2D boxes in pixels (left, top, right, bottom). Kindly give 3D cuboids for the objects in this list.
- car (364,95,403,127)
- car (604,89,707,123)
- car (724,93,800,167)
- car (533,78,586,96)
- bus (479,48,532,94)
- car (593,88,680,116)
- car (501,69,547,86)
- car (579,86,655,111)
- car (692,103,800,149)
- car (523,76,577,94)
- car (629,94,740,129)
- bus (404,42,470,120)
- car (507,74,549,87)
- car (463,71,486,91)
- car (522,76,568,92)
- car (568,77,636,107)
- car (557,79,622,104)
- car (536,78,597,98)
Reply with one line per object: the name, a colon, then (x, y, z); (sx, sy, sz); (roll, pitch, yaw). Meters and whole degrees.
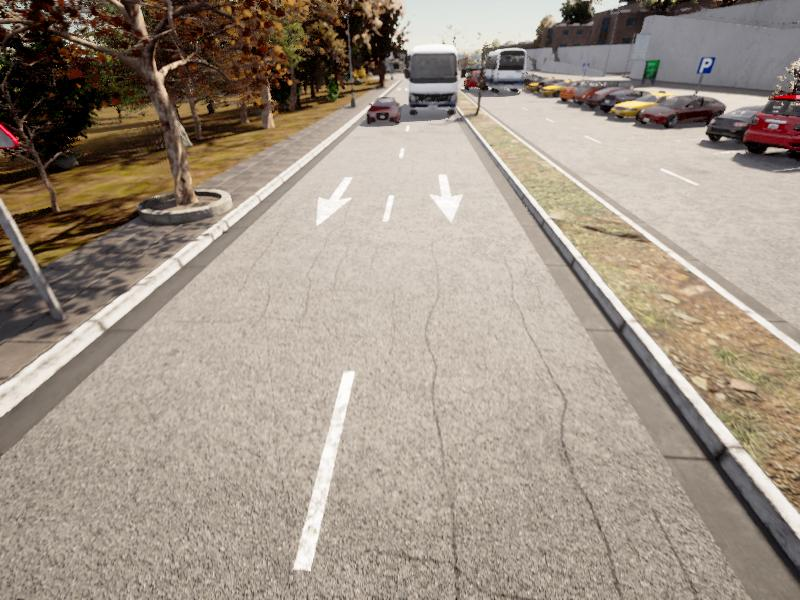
car: (-0.924, -11.769, 24.817); (1.994, 1.385, 4.181); (1, 31, 3)
car: (15.801, -12.089, 24.836); (5.366, 1.575, 1.946); (-9, 32, -15)
car: (15.410, -6.291, 14.498); (5.566, 2.045, 2.435); (-9, 31, -15)
car: (17.041, -22.828, 42.810); (4.792, 1.488, 2.163); (-9, 32, -15)
bus: (12.116, -27.242, 47.539); (3.944, 4.253, 10.273); (1, 31, 3)
car: (16.152, -13.619, 27.481); (4.792, 1.488, 2.163); (-9, 32, -15)
car: (17.929, -32.274, 57.986); (5.566, 2.045, 2.435); (-9, 32, -15)
car: (16.268, -15.133, 30.036); (4.674, 1.452, 2.002); (-9, 32, -15)
car: (15.527, -7.542, 17.206); (4.674, 1.452, 2.002); (-9, 31, -15)
car: (16.985, -24.361, 45.284); (5.366, 1.575, 1.946); (-9, 32, -15)
car: (15.800, -10.568, 22.330); (4.792, 1.488, 2.163); (-9, 32, -15)
bus: (2.503, -16.359, 29.649); (3.944, 4.253, 10.273); (1, 31, 3)
car: (17.763, -30.518, 55.543); (4.892, 1.521, 2.231); (-9, 32, -15)
car: (9.382, -27.775, 50.631); (2.150, 2.045, 5.566); (1, 31, 3)
car: (17.306, -25.890, 47.908); (4.674, 1.452, 2.002); (-9, 32, -15)
car: (16.311, -16.865, 32.419); (4.442, 1.987, 1.878); (-9, 33, -15)
car: (16.540, -18.334, 35.059); (4.553, 1.767, 2.185); (-9, 32, -15)
car: (16.689, -21.280, 40.183); (5.366, 1.575, 1.946); (-9, 33, -15)
